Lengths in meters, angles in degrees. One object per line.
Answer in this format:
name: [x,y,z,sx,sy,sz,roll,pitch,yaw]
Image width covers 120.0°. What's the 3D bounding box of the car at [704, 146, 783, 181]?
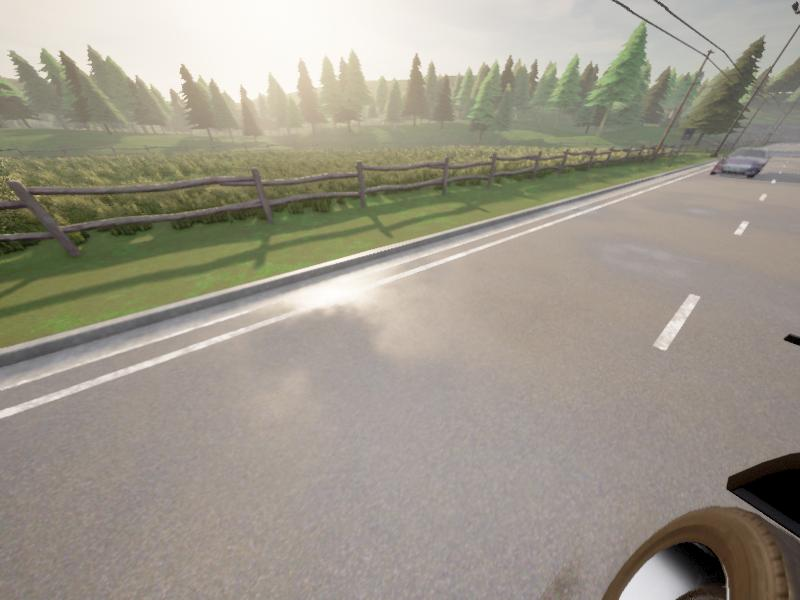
car: [22.847,-9.196,15.363,4.856,1.649,2.033,-22,41,-28]
